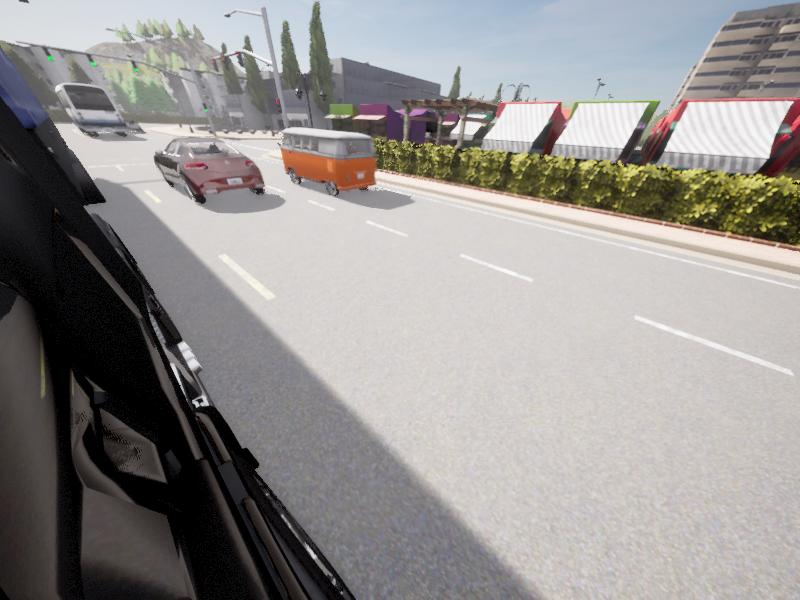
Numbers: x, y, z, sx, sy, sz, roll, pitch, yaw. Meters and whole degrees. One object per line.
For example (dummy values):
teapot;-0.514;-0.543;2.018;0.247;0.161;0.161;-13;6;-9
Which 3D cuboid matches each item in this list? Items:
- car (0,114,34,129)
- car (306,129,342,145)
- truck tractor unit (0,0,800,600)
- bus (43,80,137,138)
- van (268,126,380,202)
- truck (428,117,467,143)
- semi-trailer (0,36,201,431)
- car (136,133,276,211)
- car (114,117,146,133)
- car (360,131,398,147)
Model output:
car;-50.050;-23.102;29.899;1.994;1.385;4.181;-29;47;-35
car;-9.411;-20.298;28.772;1.845;1.501;3.633;30;45;31
truck tractor unit;-2.645;-0.295;0.351;6.516;4.208;3.053;28;44;30
bus;-34.375;-20.885;25.605;10.273;4.253;3.944;28;43;29
van;-3.024;-5.564;9.211;4.442;1.987;1.775;29;44;30
truck;9.264;-32.914;44.908;2.891;3.827;8.468;28;44;30
semi-trailer;-8.658;-3.643;4.250;14.254;4.402;2.717;29;44;30
car;-6.916;-4.776;8.202;5.027;1.651;2.152;29;44;30
car;-37.653;-24.338;32.180;3.988;1.617;1.851;28;44;29
car;-2.712;-21.406;30.712;2.128;1.511;4.902;30;45;31
